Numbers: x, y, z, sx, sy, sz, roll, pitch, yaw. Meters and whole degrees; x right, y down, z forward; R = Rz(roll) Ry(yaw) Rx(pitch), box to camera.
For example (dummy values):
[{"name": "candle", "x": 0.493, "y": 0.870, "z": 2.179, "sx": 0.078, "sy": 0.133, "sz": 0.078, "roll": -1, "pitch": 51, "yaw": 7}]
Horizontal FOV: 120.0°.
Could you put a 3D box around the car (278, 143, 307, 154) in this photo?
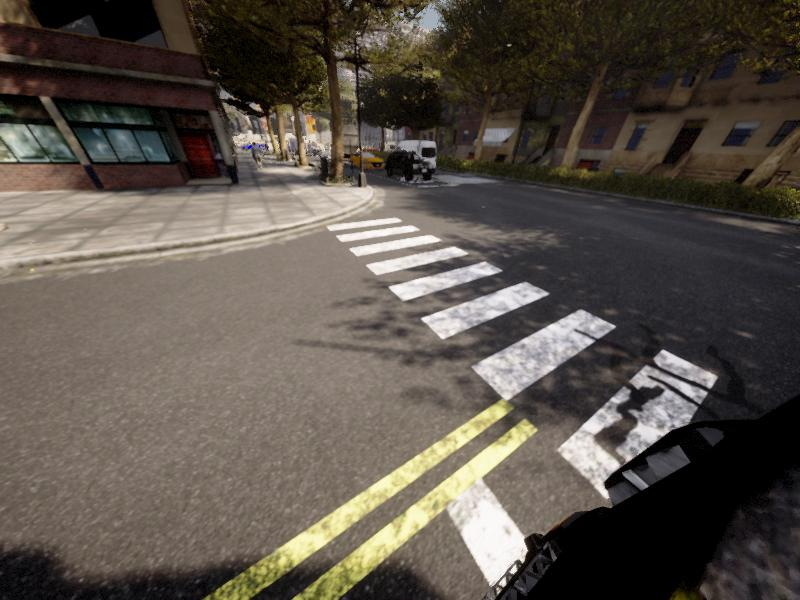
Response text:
[{"name": "car", "x": -22.151, "y": -31.341, "z": 47.767, "sx": 5.027, "sy": 1.651, "sz": 2.152, "roll": -16, "pitch": 38, "yaw": -25}]

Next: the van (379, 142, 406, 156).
[{"name": "van", "x": -1.803, "y": -35.254, "z": 54.111, "sx": 5.915, "sy": 2.561, "sz": 1.988, "roll": -16, "pitch": 38, "yaw": -25}]

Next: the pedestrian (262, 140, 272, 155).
[{"name": "pedestrian", "x": -21.022, "y": -24.063, "z": 36.440, "sx": 0.751, "sy": 1.860, "sz": 0.751, "roll": -21, "pitch": 41, "yaw": -31}]

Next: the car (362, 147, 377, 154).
[{"name": "car", "x": -8.046, "y": -39.793, "z": 61.357, "sx": 3.633, "sy": 1.501, "sz": 1.845, "roll": -16, "pitch": 38, "yaw": -25}]

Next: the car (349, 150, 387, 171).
[{"name": "car", "x": -3.344, "y": -14.201, "z": 23.471, "sx": 1.882, "sy": 1.535, "sz": 5.008, "roll": -16, "pitch": 38, "yaw": -25}]

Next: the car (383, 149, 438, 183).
[{"name": "car", "x": 0.607, "y": -10.379, "z": 17.716, "sx": 1.932, "sy": 1.855, "sz": 4.605, "roll": -16, "pitch": 38, "yaw": -25}]

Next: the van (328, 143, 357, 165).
[{"name": "van", "x": -7.223, "y": -18.316, "z": 28.912, "sx": 2.069, "sy": 2.038, "sz": 4.480, "roll": -16, "pitch": 38, "yaw": -25}]

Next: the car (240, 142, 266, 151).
[{"name": "car", "x": -31.659, "y": -33.071, "z": 49.818, "sx": 4.514, "sy": 1.525, "sz": 2.007, "roll": -16, "pitch": 38, "yaw": -25}]

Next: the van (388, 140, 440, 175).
[{"name": "van", "x": 1.103, "y": -14.097, "z": 22.705, "sx": 1.988, "sy": 2.561, "sz": 5.915, "roll": -16, "pitch": 38, "yaw": -25}]

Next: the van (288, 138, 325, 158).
[{"name": "van", "x": -16.664, "y": -27.216, "z": 41.301, "sx": 6.366, "sy": 2.431, "sz": 2.351, "roll": 19, "pitch": 30, "yaw": 22}]

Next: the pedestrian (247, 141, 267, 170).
[{"name": "pedestrian", "x": -10.738, "y": -10.850, "z": 17.378, "sx": 0.751, "sy": 1.860, "sz": 0.751, "roll": -17, "pitch": 38, "yaw": -26}]
